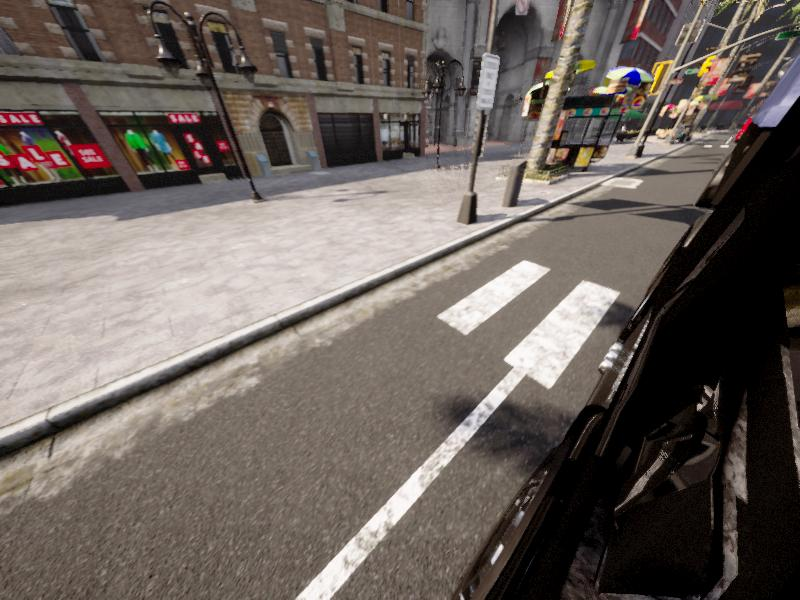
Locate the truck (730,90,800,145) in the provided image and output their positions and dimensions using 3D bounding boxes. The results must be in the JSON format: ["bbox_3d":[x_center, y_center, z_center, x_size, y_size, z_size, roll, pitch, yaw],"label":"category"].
[{"bbox_3d":[36.920,-18.074,23.008,8.468,3.827,2.891,-28,43,-30],"label":"truck"}]

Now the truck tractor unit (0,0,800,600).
[{"bbox_3d":[2.645,-0.295,0.351,6.516,4.208,3.053,-28,44,-30],"label":"truck tractor unit"}]

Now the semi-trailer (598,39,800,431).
[{"bbox_3d":[8.702,-3.566,4.276,14.254,4.402,2.717,-28,43,-30],"label":"semi-trailer"}]

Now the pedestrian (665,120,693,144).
[{"bbox_3d":[27.950,-16.845,23.179,0.751,1.860,0.751,-6,36,-5],"label":"pedestrian"}]
